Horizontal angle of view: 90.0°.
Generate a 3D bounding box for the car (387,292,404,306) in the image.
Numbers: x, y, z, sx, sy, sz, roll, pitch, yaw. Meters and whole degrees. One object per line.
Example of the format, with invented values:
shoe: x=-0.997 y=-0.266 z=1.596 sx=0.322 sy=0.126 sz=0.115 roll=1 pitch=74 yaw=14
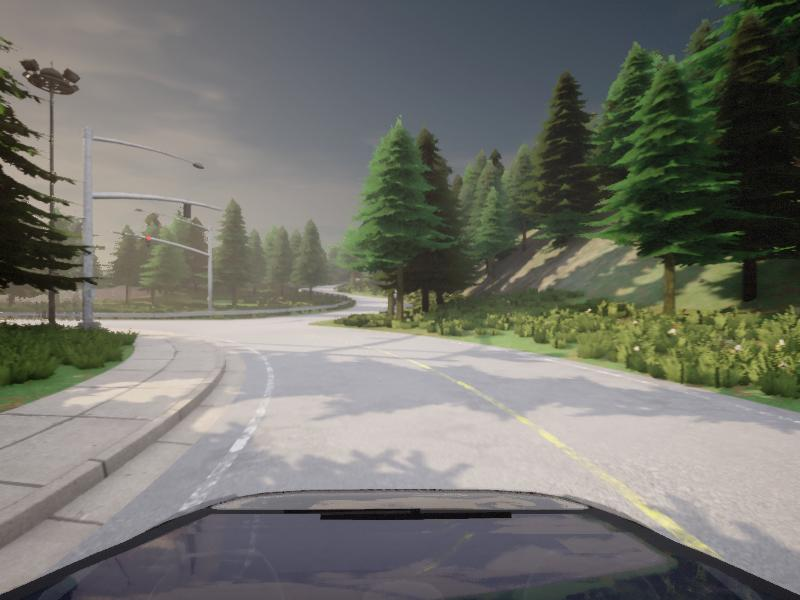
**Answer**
car: x=-0.639 y=-0.154 z=52.188 sx=1.882 sy=1.535 sz=5.008 roll=1 pitch=4 yaw=-4
